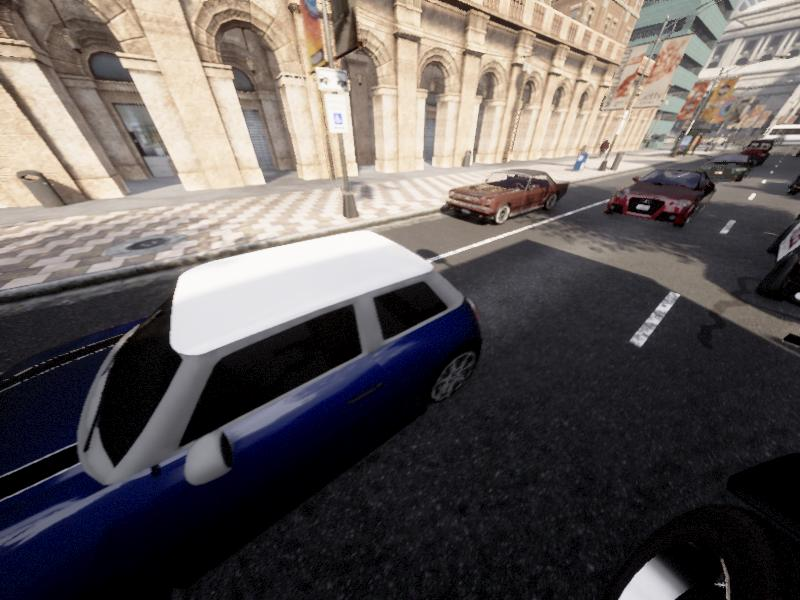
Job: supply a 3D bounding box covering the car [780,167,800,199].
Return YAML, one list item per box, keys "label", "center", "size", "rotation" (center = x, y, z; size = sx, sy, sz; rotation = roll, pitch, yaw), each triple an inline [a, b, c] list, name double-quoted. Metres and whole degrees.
- label: "car"
  center: [19.720, -5.578, 10.474]
  size: [5.357, 1.411, 2.033]
  rotation: [-22, 41, -28]

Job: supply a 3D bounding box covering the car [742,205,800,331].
- label: "car"
  center: [7.967, -0.801, 3.663]
  size: [4.974, 1.542, 2.038]
  rotation: [-22, 41, -28]

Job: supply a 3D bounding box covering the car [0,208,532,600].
- label: "car"
  center: [-1.108, 0.477, 1.959]
  size: [3.806, 1.475, 1.970]
  rotation: [-22, 41, -28]

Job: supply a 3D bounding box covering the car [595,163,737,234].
- label: "car"
  center: [8.904, -3.592, 7.754]
  size: [4.181, 1.385, 1.994]
  rotation: [-22, 41, -28]

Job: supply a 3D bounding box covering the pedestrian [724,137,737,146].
- label: "pedestrian"
  center: [77.029, -36.900, 53.791]
  size: [0.751, 1.860, 0.751]
  rotation: [-12, 37, -16]

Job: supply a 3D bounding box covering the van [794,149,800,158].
- label: "van"
  center: [50.872, -18.849, 28.088]
  size: [5.915, 2.561, 1.988]
  rotation: [-22, 41, -28]

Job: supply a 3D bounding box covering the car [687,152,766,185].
- label: "car"
  center: [19.943, -8.127, 14.110]
  size: [4.181, 1.385, 1.994]
  rotation: [-22, 41, -28]

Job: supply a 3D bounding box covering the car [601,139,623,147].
- label: "car"
  center: [50.602, -37.433, 55.134]
  size: [4.902, 1.511, 2.128]
  rotation: [-22, 41, -28]

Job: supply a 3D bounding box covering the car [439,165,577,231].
- label: "car"
  center: [3.830, -3.775, 8.104]
  size: [4.718, 1.301, 1.895]
  rotation: [-22, 41, -28]

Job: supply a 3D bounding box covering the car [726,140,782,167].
- label: "car"
  center: [32.137, -13.351, 20.982]
  size: [3.866, 1.878, 1.905]
  rotation: [-22, 41, -28]

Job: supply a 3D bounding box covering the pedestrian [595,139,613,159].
- label: "pedestrian"
  center: [22.760, -16.898, 25.799]
  size: [0.751, 1.860, 0.751]
  rotation: [-25, 42, -31]

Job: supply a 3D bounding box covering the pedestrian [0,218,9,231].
- label: "pedestrian"
  center: [-11.297, -2.319, 6.016]
  size: [0.500, 1.100, 0.500]
  rotation: [-14, 37, -19]

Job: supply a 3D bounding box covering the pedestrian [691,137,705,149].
- label: "pedestrian"
  center: [57.626, -30.338, 44.619]
  size: [0.751, 1.860, 0.751]
  rotation: [-18, 39, -23]
